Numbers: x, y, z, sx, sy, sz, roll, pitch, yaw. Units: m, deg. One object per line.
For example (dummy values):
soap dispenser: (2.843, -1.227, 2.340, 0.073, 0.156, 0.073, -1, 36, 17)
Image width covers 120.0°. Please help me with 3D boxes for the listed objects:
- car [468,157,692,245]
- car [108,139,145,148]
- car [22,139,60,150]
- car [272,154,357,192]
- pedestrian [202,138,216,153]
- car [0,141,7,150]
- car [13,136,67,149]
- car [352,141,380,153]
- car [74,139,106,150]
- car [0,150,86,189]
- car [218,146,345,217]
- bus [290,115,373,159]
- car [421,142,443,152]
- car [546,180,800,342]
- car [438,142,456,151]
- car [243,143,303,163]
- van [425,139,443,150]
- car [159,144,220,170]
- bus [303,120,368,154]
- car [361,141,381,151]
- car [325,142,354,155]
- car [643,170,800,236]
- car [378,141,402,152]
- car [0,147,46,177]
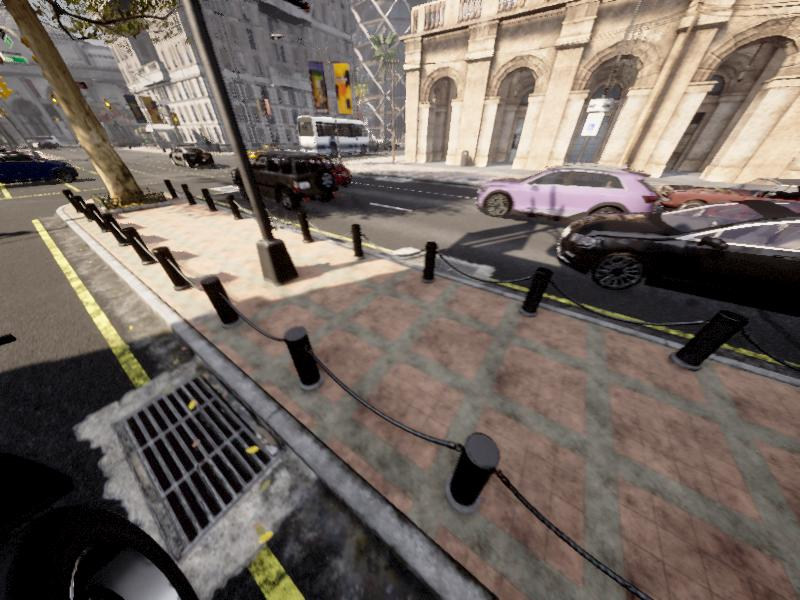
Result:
car: (5.029, -3.416, 7.396, 4.856, 1.649, 2.033, 22, 40, 27)
car: (-61.215, -35.110, 51.824, 2.242, 1.667, 4.611, 10, 36, 13)
car: (-65.152, -28.212, 41.970, 4.974, 1.542, 2.038, 13, 37, 17)
car: (-4.713, -7.130, 12.794, 4.181, 1.385, 1.994, 21, 40, 27)
pedestrian: (-28.780, -23.301, 34.784, 0.751, 1.860, 0.751, 17, 38, 22)
car: (-74.997, -27.813, 41.046, 4.605, 1.855, 1.932, -12, 37, -17)
car: (-73.969, -32.496, 47.559, 2.150, 2.045, 5.566, 22, 40, 27)
car: (-5.930, -26.840, 40.489, 2.242, 1.667, 4.611, 21, 40, 27)
car: (-59.815, -30.156, 44.733, 2.152, 1.651, 5.027, -21, 40, -27)
car: (-20.382, -7.057, 12.386, 1.789, 1.549, 3.705, 21, 40, 27)
car: (-4.640, -4.878, 9.164, 4.605, 1.855, 1.932, 22, 40, 27)
bus: (-8.634, -22.051, 31.428, 3.944, 4.253, 10.273, 21, 40, 27)
car: (6.379, -29.985, 45.232, 2.163, 1.488, 4.792, 22, 40, 27)
car: (5.505, -0.754, 3.715, 4.902, 1.511, 2.128, 21, 40, 27)
car: (10.143, -33.178, 49.759, 2.007, 1.525, 4.514, 22, 40, 27)
car: (-13.905, -16.422, 25.712, 1.801, 1.575, 5.366, 24, 41, 29)
van: (7.681, -34.898, 51.730, 2.069, 2.038, 4.480, 22, 40, 27)
car: (-18.401, -12.608, 20.204, 5.238, 1.638, 1.930, 22, 40, 27)
bus: (-10.370, -27.578, 39.255, 3.944, 4.253, 10.273, 21, 40, 27)
car: (-5.699, -30.583, 45.925, 1.845, 1.501, 3.633, 22, 40, 27)
car: (-9.399, -23.833, 36.245, 1.851, 1.617, 3.988, 21, 40, 27)
car: (11.268, -3.095, 7.274, 4.718, 1.301, 1.895, 21, 40, 27)
car: (-1.951, -30.202, 45.322, 1.930, 1.638, 5.238, 22, 40, 27)
car: (-26.680, -8.909, 14.959, 1.789, 1.549, 3.705, 21, 40, 27)
